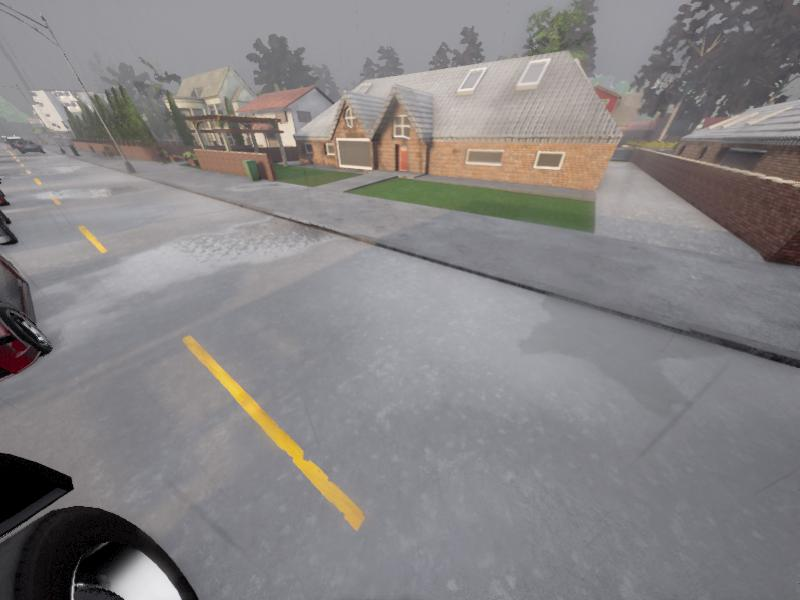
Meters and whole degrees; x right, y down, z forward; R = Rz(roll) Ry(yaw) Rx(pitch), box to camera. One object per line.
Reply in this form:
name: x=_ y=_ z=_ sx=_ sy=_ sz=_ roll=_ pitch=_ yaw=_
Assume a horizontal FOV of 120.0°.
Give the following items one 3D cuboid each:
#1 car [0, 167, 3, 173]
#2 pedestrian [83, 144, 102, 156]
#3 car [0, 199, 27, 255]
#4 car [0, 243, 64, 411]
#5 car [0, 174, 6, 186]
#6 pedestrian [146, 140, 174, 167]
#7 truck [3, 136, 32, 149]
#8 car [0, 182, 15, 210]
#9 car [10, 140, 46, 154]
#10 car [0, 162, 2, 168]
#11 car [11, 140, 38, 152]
car: x=-31.372 y=-10.216 z=16.868 sx=3.633 sy=1.501 sz=1.845 roll=22 pitch=41 yaw=28
pedestrian: x=-39.077 y=-19.076 z=29.365 sx=0.751 sy=1.300 sz=0.751 roll=13 pitch=37 yaw=17
car: x=-11.439 y=-2.120 z=5.519 sx=4.514 sy=1.525 sz=2.007 roll=22 pitch=41 yaw=28
car: x=-6.080 y=0.131 z=2.522 sx=4.181 sy=1.385 sz=1.994 roll=22 pitch=41 yaw=28
car: x=-23.758 y=-7.102 z=12.549 sx=4.193 sy=1.474 sz=1.816 roll=22 pitch=41 yaw=28
pedestrian: x=-20.269 y=-12.401 z=19.538 sx=0.751 sy=1.860 sz=0.751 roll=22 pitch=41 yaw=28
truck: x=-82.905 y=-34.191 z=50.038 sx=6.274 sy=2.098 sz=2.390 roll=22 pitch=41 yaw=28
car: x=-16.945 y=-4.357 z=8.655 sx=4.514 sy=1.525 sz=2.007 roll=22 pitch=41 yaw=28
car: x=-57.113 y=-23.544 z=35.472 sx=4.611 sy=1.667 sz=2.242 roll=21 pitch=40 yaw=28
car: x=-36.948 y=-12.484 z=20.041 sx=5.008 sy=1.535 sz=1.882 roll=22 pitch=41 yaw=28
car: x=-66.190 y=-27.170 z=40.687 sx=3.988 sy=1.617 sz=1.851 roll=22 pitch=41 yaw=28
